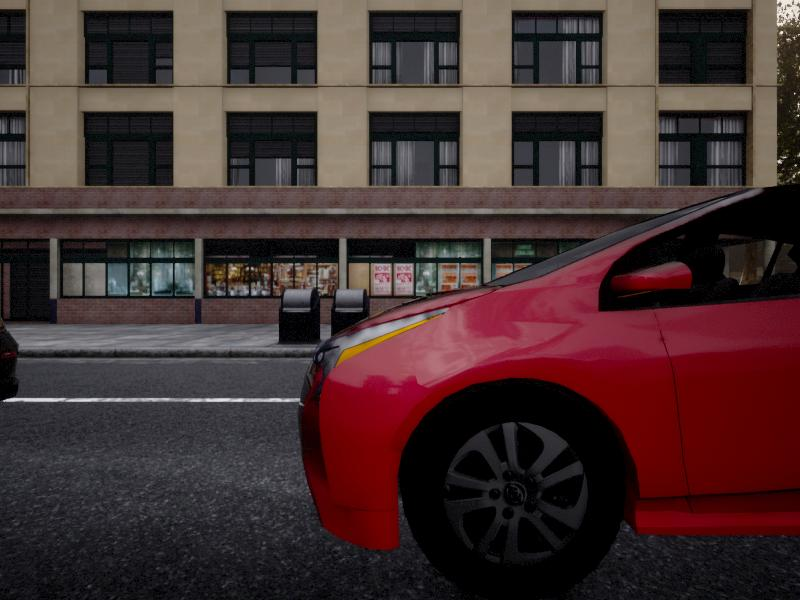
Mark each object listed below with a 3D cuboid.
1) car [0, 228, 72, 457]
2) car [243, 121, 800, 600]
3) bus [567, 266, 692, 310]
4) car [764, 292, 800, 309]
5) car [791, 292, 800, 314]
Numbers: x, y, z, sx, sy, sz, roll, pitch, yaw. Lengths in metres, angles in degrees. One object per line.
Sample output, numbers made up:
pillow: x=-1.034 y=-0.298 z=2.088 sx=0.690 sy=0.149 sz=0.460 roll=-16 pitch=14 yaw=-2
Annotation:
car: x=-4.859 y=0.270 z=2.172 sx=4.674 sy=1.442 sz=1.812 roll=0 pitch=0 yaw=0
car: x=1.791 y=0.228 z=2.195 sx=4.514 sy=1.525 sz=2.007 roll=0 pitch=0 yaw=0
bus: x=22.779 y=-1.135 z=40.239 sx=10.273 sy=4.253 sz=3.944 roll=0 pitch=0 yaw=0
car: x=42.436 y=0.046 z=43.539 sx=3.866 sy=1.878 sz=1.905 roll=0 pitch=0 yaw=-1
car: x=29.894 y=0.201 z=26.977 sx=1.801 sy=1.575 sz=5.366 roll=0 pitch=0 yaw=-1
